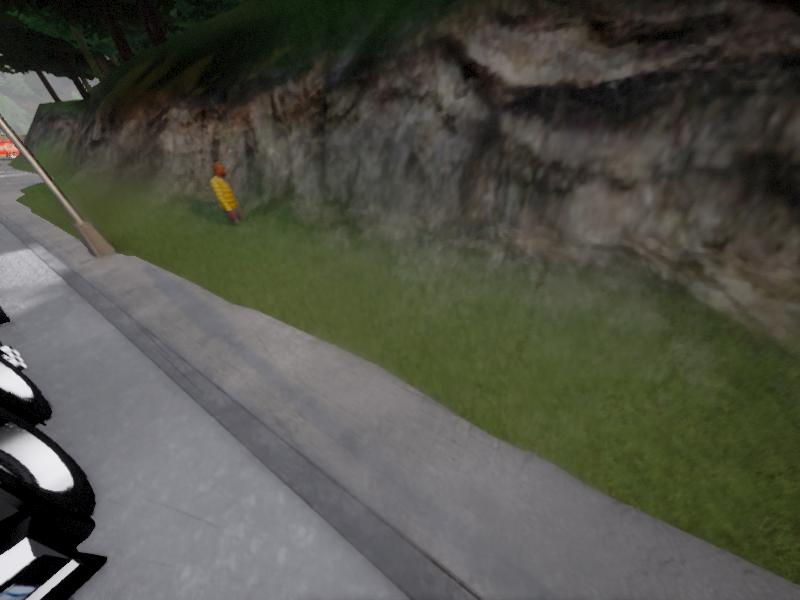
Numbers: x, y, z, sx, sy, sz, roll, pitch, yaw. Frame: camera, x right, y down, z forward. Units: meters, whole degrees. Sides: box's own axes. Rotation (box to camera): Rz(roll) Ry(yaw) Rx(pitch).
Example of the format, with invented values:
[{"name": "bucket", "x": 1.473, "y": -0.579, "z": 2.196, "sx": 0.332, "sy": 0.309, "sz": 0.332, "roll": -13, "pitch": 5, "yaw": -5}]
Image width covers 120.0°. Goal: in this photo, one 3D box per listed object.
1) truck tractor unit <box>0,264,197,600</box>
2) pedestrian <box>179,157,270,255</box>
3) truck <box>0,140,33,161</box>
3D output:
[{"name": "truck tractor unit", "x": -5.111, "y": -0.301, "z": 0.782, "sx": 6.516, "sy": 4.208, "sz": 3.053, "roll": 18, "pitch": 39, "yaw": 24}, {"name": "pedestrian", "x": -3.702, "y": -2.023, "z": 5.089, "sx": 0.751, "sy": 1.860, "sz": 0.751, "roll": -2, "pitch": 35, "yaw": -3}, {"name": "truck", "x": -57.732, "y": -21.169, "z": 32.763, "sx": 2.627, "sy": 2.467, "sz": 5.204, "roll": 18, "pitch": 39, "yaw": 24}]
